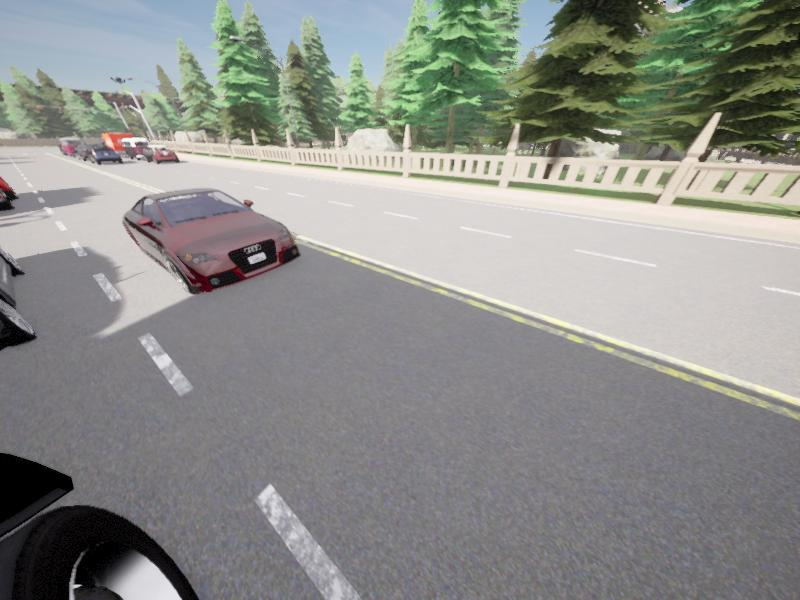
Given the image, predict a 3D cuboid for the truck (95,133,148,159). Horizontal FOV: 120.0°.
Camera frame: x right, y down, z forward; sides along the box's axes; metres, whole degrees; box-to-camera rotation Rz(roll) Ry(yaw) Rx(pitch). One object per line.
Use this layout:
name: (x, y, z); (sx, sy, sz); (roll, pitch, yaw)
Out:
truck: (-34.849, -19.337, 28.916); (5.204, 2.467, 2.627); (22, 41, 28)

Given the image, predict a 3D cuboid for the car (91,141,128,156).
car: (-41.011, -21.483, 32.639); (4.856, 1.649, 2.033); (22, 41, 28)

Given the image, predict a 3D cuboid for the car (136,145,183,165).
car: (-24.026, -14.547, 23.075); (3.806, 1.475, 1.970); (22, 40, 27)

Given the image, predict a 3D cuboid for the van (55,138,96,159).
van: (-39.876, -18.716, 28.408); (4.442, 1.987, 1.775); (22, 41, 28)

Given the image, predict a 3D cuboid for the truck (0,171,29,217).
truck: (-15.977, -4.331, 7.777); (5.204, 2.467, 2.627); (22, 40, 28)

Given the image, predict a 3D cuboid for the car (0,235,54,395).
car: (-6.727, -0.249, 2.782); (5.238, 1.638, 1.930); (22, 41, 28)

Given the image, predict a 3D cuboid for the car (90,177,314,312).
car: (-4.143, -1.546, 4.885); (4.181, 1.385, 1.994); (22, 41, 28)

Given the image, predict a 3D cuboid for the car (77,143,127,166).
car: (-28.495, -13.956, 22.081); (3.988, 1.617, 1.851); (22, 41, 28)

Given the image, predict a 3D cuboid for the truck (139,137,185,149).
truck: (-51.503, -34.206, 50.206); (2.390, 2.098, 6.274); (22, 41, 28)

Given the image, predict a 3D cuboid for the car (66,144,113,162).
car: (-34.045, -16.115, 25.281); (5.357, 1.411, 2.033); (22, 41, 28)

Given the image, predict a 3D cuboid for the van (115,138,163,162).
van: (-29.155, -16.854, 25.815); (4.480, 2.038, 2.069); (22, 41, 28)
